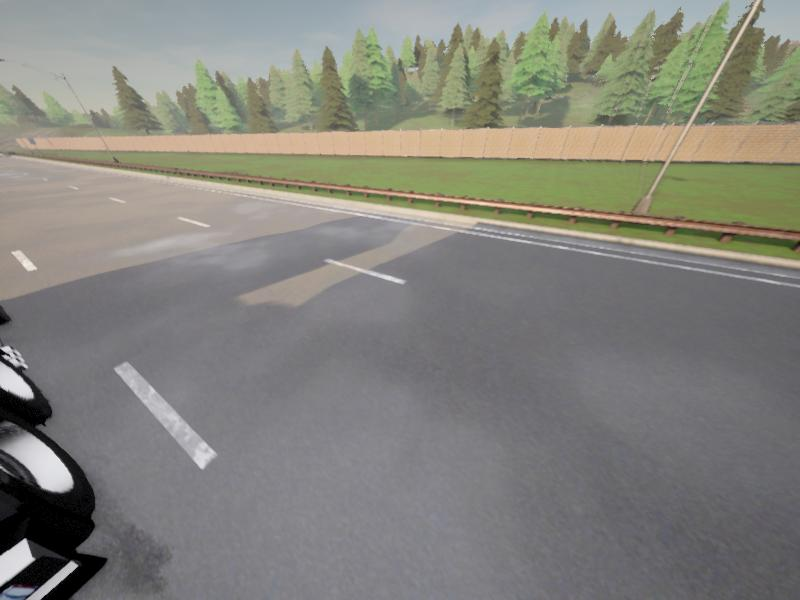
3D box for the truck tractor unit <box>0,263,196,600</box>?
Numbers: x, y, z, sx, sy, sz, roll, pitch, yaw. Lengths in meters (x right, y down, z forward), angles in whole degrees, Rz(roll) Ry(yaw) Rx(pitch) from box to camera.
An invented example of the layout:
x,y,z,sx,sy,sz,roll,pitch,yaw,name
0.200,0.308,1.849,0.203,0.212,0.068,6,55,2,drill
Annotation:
x,y,z,sx,sy,sz,roll,pitch,yaw,name
-5.109,-0.301,0.791,6.516,4.208,3.053,18,39,24,truck tractor unit
